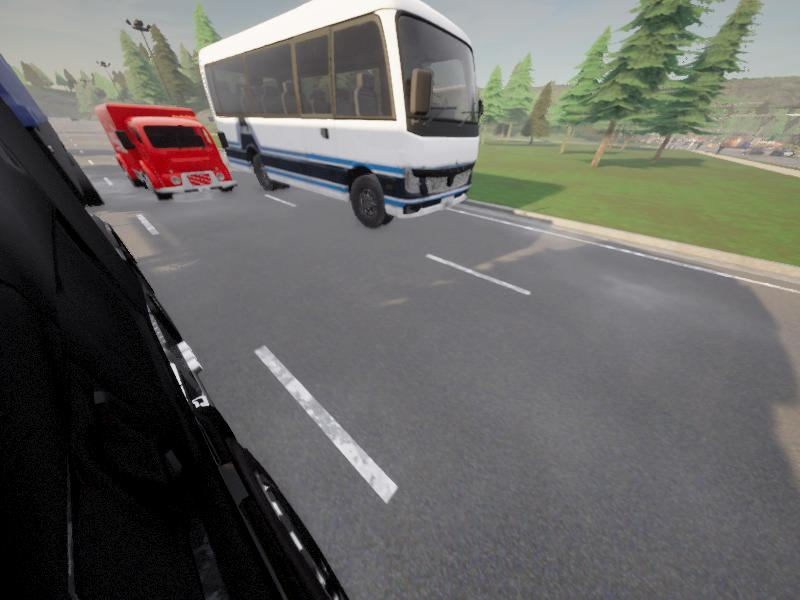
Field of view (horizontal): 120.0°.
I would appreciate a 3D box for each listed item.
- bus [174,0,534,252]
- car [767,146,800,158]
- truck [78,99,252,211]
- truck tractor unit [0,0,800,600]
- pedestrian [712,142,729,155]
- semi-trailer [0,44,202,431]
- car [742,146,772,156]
[{"bbox_3d":[-2.369,-5.715,7.613,10.273,4.253,3.944,28,44,30],"label":"bus"},{"bbox_3d":[78.128,-30.123,47.005,2.033,1.649,4.856,27,43,29],"label":"car"},{"bbox_3d":[-8.155,-5.219,8.118,5.204,2.467,2.627,28,44,30],"label":"truck"},{"bbox_3d":[-2.645,-0.295,0.351,6.516,4.208,3.053,28,44,30],"label":"truck tractor unit"},{"bbox_3d":[55.870,-26.387,40.285,0.751,1.860,0.751,29,44,31],"label":"pedestrian"},{"bbox_3d":[-8.702,-3.581,4.257,14.254,4.402,2.717,28,44,30],"label":"semi-trailer"},{"bbox_3d":[75.761,-31.747,49.100,2.038,1.542,4.974,27,43,29],"label":"car"}]
